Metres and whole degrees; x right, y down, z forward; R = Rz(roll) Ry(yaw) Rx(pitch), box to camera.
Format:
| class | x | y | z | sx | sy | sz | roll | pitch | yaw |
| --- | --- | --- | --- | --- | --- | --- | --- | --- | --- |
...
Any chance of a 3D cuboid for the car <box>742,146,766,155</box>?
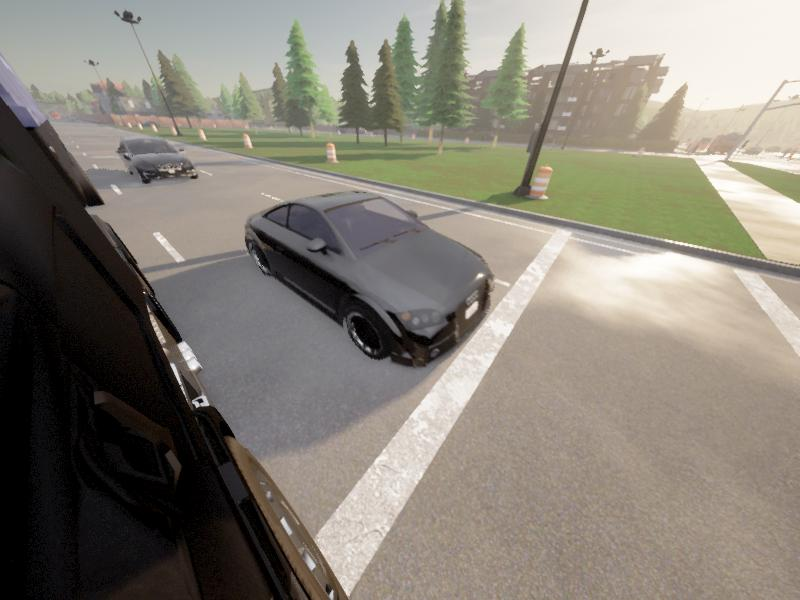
| class | x | y | z | sx | sy | sz | roll | pitch | yaw |
| --- | --- | --- | --- | --- | --- | --- | --- | --- | --- |
| car | 82.461 | -34.839 | 53.881 | 1.837 | 1.490 | 4.892 | 28 | 43 | 30 |

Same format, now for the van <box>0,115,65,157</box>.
| class | x | y | z | sx | sy | sz | roll | pitch | yaw |
| --- | --- | --- | --- | --- | --- | --- | --- | --- | --- |
| van | -24.272 | -10.828 | 15.164 | 4.442 | 1.987 | 1.775 | 28 | 43 | 30 |

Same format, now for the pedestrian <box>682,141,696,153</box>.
| class | x | y | z | sx | sy | sz | roll | pitch | yaw |
| --- | --- | --- | --- | --- | --- | --- | --- | --- | --- |
| pedestrian | 55.832 | -29.536 | 44.652 | 0.751 | 1.860 | 0.751 | 28 | 43 | 30 |

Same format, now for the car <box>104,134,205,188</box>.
| class | x | y | z | sx | sy | sz | roll | pitch | yaw |
| --- | --- | --- | --- | --- | --- | --- | --- | --- | --- |
| car | -10.848 | -6.256 | 10.175 | 4.892 | 1.490 | 1.837 | 28 | 44 | 30 |

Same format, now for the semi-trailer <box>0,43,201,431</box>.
| class | x | y | z | sx | sy | sz | roll | pitch | yaw |
| --- | --- | --- | --- | --- | --- | --- | --- | --- | --- |
| semi-trailer | -8.696 | -3.590 | 4.252 | 14.254 | 4.402 | 2.717 | 28 | 44 | 30 |

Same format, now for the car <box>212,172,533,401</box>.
| class | x | y | z | sx | sy | sz | roll | pitch | yaw |
| --- | --- | --- | --- | --- | --- | --- | --- | --- | --- |
| car | -0.692 | -0.837 | 3.556 | 4.181 | 1.385 | 1.994 | 28 | 44 | 30 |

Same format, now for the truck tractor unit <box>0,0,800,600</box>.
| class | x | y | z | sx | sy | sz | roll | pitch | yaw |
| --- | --- | --- | --- | --- | --- | --- | --- | --- | --- |
| truck tractor unit | -2.645 | -0.295 | 0.351 | 6.516 | 4.208 | 3.053 | 28 | 44 | 30 |

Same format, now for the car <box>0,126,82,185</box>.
| class | x | y | z | sx | sy | sz | roll | pitch | yaw |
| --- | --- | --- | --- | --- | --- | --- | --- | --- | --- |
| car | -16.038 | -6.321 | 9.875 | 5.027 | 1.651 | 2.152 | 28 | 43 | 30 |

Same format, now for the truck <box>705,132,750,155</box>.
| class | x | y | z | sx | sy | sz | roll | pitch | yaw |
| --- | --- | --- | --- | --- | --- | --- | --- | --- | --- |
| truck | 70.136 | -33.770 | 49.804 | 2.891 | 3.827 | 8.468 | 28 | 43 | 30 |

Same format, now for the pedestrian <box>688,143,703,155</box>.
| class | x | y | z | sx | sy | sz | roll | pitch | yaw |
| --- | --- | --- | --- | --- | --- | --- | --- | --- | --- |
| pedestrian | 53.702 | -27.467 | 42.003 | 0.751 | 1.860 | 0.751 | 28 | 44 | 30 |
